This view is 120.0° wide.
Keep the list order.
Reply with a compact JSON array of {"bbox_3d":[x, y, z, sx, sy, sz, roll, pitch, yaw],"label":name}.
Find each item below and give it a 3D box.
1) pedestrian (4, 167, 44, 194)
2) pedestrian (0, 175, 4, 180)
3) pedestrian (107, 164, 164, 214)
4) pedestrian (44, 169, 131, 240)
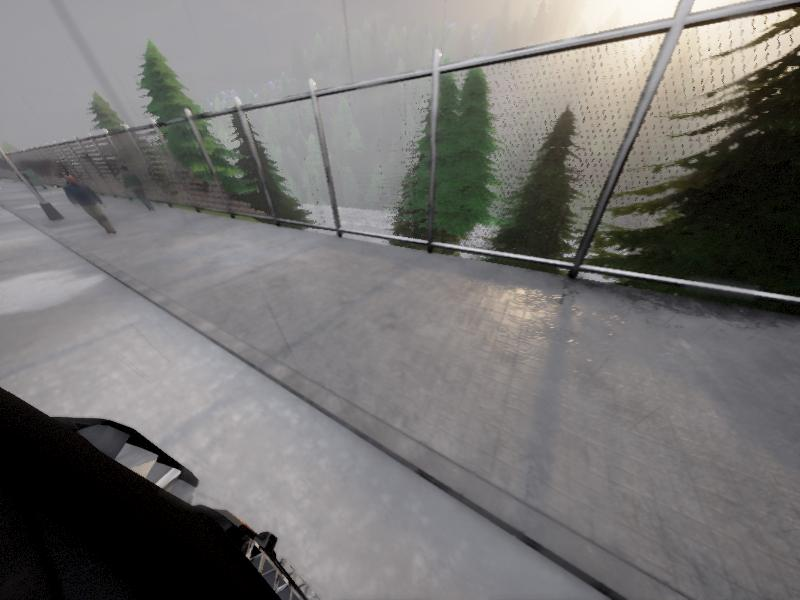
[{"bbox_3d":[-30.569,-9.755,18.814,0.751,1.860,0.751,10,35,18],"label":"pedestrian"},{"bbox_3d":[-66.035,-20.340,37.867,0.500,1.100,0.500,-1,34,3],"label":"pedestrian"},{"bbox_3d":[-11.575,-4.876,10.170,0.751,1.860,0.751,16,38,26],"label":"pedestrian"},{"bbox_3d":[-9.514,-2.940,7.112,0.751,1.860,0.751,21,40,31],"label":"pedestrian"}]
